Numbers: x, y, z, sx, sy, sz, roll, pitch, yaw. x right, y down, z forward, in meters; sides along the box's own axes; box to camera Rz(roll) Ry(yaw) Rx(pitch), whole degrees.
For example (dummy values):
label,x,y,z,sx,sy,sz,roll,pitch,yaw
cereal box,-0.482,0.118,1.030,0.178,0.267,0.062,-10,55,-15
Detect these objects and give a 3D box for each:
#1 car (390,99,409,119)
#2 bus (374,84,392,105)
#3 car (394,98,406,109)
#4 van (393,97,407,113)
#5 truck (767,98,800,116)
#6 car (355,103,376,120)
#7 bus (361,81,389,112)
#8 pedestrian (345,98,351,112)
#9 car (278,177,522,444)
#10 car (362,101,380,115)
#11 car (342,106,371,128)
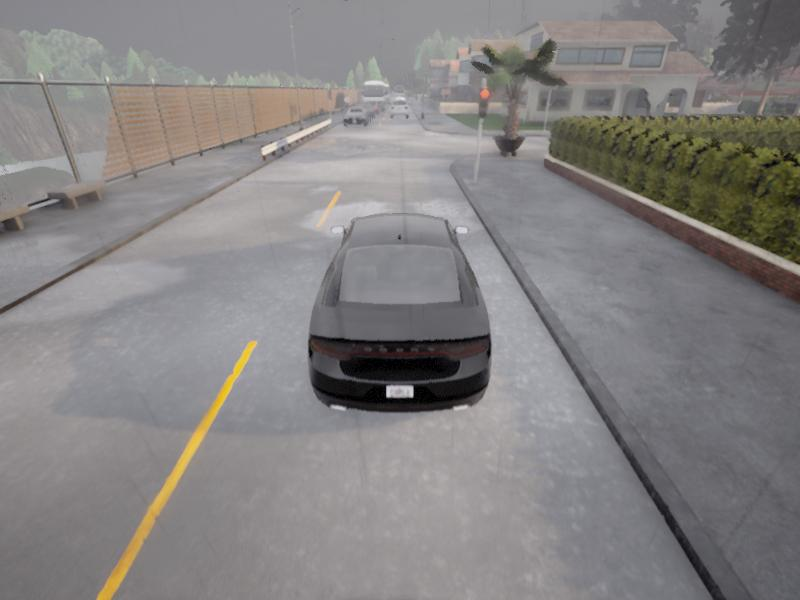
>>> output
label,x,y,z,sx,sy,sz,roll,pitch,yaw
car,-0.030,-23.484,49.039,2.150,2.045,5.566,0,28,1
bus,-3.903,-49.243,95.808,3.944,4.253,10.273,0,28,0
car,-0.021,-38.167,77.608,2.242,1.667,4.611,0,28,0
van,-0.017,-29.916,61.323,2.069,2.038,4.480,0,28,0
truck,53.515,-25.969,53.781,2.390,2.098,6.274,0,28,0
car,-4.013,-22.328,47.279,2.033,1.649,4.856,0,27,0
bus,-3.896,-33.226,65.239,3.944,4.253,10.273,0,28,0
pedestrian,-7.841,-29.377,60.197,0.751,1.860,0.751,0,28,0
car,-0.002,-0.471,5.663,1.882,1.535,5.008,0,28,0
car,-4.014,-26.929,56.012,2.242,1.667,4.611,0,27,0
car,-4.013,-17.162,37.422,2.152,1.651,5.027,0,28,0
